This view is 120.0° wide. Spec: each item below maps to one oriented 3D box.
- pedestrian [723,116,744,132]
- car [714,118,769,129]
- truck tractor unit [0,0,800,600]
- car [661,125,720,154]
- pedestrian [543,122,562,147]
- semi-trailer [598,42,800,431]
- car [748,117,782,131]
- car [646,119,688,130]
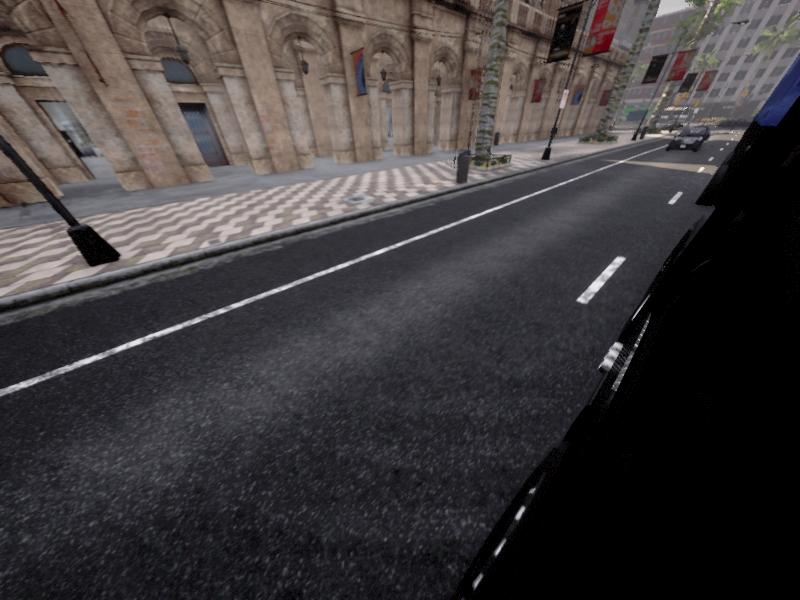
[{"bbox_3d":[47.087,-24.854,32.639,0.751,1.860,0.751,23,44,30],"label":"pedestrian"},{"bbox_3d":[61.023,-31.677,41.418,5.357,1.411,2.033,7,38,13],"label":"car"},{"bbox_3d":[2.645,-0.295,0.351,6.516,4.208,3.053,-28,44,-30],"label":"truck tractor unit"},{"bbox_3d":[21.156,-11.723,16.838,3.633,1.501,1.845,-28,44,-30],"label":"car"},{"bbox_3d":[14.146,-15.341,21.463,0.751,1.860,0.751,26,45,32],"label":"pedestrian"},{"bbox_3d":[8.700,-3.588,4.249,14.254,4.402,2.717,-28,44,-30],"label":"semi-trailer"},{"bbox_3d":[55.326,-26.738,35.067,4.792,1.488,2.163,-27,44,-30],"label":"car"},{"bbox_3d":[52.172,-34.254,45.211,2.038,1.542,4.974,-30,45,-32],"label":"car"}]
